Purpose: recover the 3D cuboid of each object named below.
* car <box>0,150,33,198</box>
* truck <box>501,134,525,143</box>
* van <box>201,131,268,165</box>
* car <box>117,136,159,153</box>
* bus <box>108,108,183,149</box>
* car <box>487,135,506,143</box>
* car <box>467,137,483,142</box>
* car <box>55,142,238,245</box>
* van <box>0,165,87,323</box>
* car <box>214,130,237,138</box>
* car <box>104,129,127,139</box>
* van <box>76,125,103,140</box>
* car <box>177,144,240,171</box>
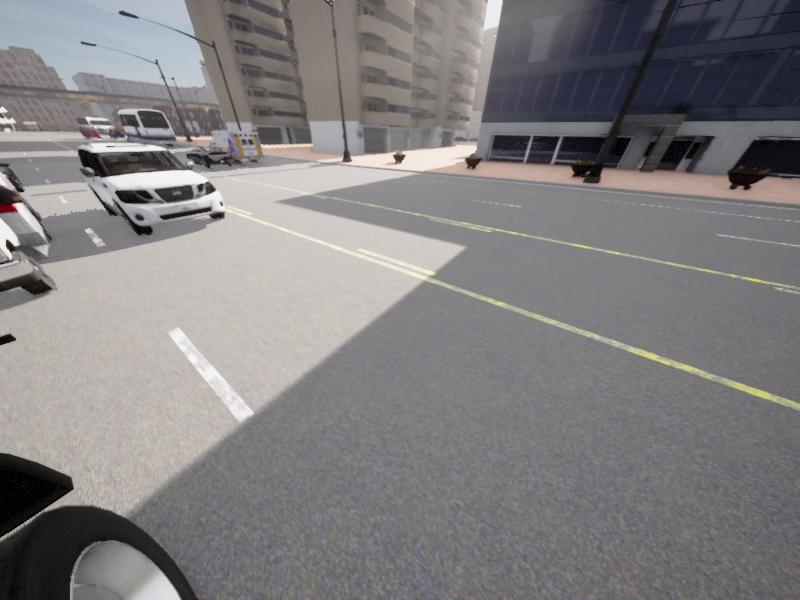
[{"bbox_3d":[-19.310,-5.783,10.529,4.902,1.511,2.128,23,41,28],"label":"car"},{"bbox_3d":[36.418,-52.269,74.812,6.274,2.098,2.390,25,42,29],"label":"truck"},{"bbox_3d":[-16.059,-14.837,22.425,6.366,2.431,2.351,24,41,28],"label":"van"},{"bbox_3d":[-32.461,-19.272,28.557,5.357,1.411,2.033,25,42,27],"label":"car"},{"bbox_3d":[-37.085,-25.053,33.694,10.273,4.253,3.944,25,42,27],"label":"bus"},{"bbox_3d":[28.637,-48.006,68.929,4.553,1.767,2.097,25,42,29],"label":"car"},{"bbox_3d":[25.445,-54.435,78.192,4.718,1.301,1.895,25,42,29],"label":"car"},{"bbox_3d":[-7.973,-3.674,7.265,5.566,2.045,2.150,22,41,28],"label":"car"},{"bbox_3d":[-8.605,-1.595,3.984,6.366,2.431,2.351,23,41,29],"label":"van"},{"bbox_3d":[-50.315,-47.956,66.801,2.242,1.667,4.611,25,42,29],"label":"car"},{"bbox_3d":[-55.269,-32.286,44.906,3.633,1.501,1.845,24,41,28],"label":"car"},{"bbox_3d":[-56.480,-30.456,41.980,4.442,1.987,1.775,24,41,28],"label":"van"},{"bbox_3d":[-15.818,-11.825,19.040,4.902,1.511,2.128,24,41,28],"label":"car"}]
